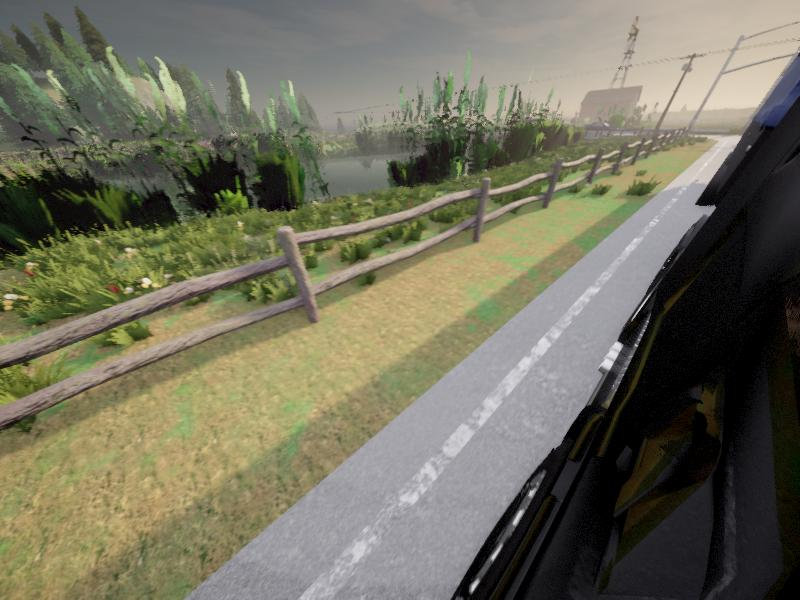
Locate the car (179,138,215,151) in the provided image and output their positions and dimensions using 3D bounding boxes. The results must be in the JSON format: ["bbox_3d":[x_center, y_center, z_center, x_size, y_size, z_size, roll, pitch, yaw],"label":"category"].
[{"bbox_3d":[-37.469,-28.737,42.676,4.553,1.767,2.097,-28,44,-30],"label":"car"}]

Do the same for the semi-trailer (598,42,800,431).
[{"bbox_3d":[8.701,-3.583,4.254,14.254,4.402,2.717,-28,44,-30],"label":"semi-trailer"}]

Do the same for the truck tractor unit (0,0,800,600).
[{"bbox_3d":[2.645,-0.295,0.351,6.516,4.208,3.053,-28,44,-30],"label":"truck tractor unit"}]

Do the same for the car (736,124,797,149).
[{"bbox_3d":[28.821,-12.984,18.279,4.181,1.385,1.994,-28,44,-30],"label":"car"}]

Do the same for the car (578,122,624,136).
[{"bbox_3d":[29.559,-25.325,34.086,1.812,1.442,4.674,-26,45,-28],"label":"car"}]
